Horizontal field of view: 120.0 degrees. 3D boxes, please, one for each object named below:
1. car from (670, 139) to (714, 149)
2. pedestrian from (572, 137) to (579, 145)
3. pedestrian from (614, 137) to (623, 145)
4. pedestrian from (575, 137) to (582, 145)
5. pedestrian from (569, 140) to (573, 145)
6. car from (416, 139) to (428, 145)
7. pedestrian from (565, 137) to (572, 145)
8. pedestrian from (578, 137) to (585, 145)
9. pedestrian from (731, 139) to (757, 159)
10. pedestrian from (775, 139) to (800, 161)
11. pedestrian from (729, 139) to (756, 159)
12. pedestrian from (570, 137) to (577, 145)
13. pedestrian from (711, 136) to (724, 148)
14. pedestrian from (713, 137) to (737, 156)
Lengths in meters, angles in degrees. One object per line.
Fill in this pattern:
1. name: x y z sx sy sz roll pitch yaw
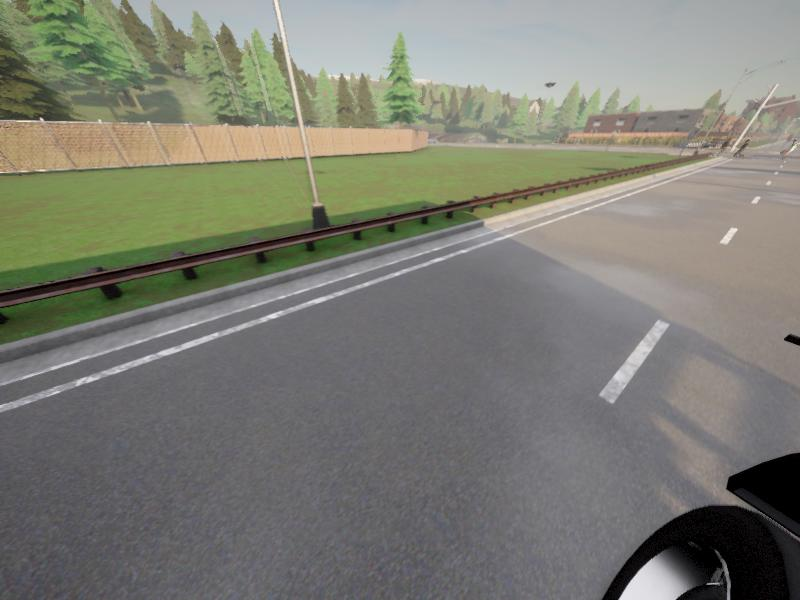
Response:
1. car: 57.476 -30.733 45.549 2.038 1.542 4.974 -22 40 -27
2. pedestrian: 50.504 -45.737 66.333 0.751 1.860 0.751 -22 41 -27
3. pedestrian: 56.407 -41.038 59.621 0.751 1.860 0.751 -22 41 -28
4. pedestrian: 50.906 -45.466 65.945 0.751 1.860 0.751 -21 40 -26
5. pedestrian: 49.814 -46.014 67.391 0.500 1.100 0.500 -17 38 -22
6. car: 7.865 -56.842 83.098 1.816 1.474 4.193 -22 41 -28
7. pedestrian: 49.340 -46.650 67.637 0.751 1.860 0.751 -20 40 -26
8. pedestrian: 51.372 -45.129 65.464 0.751 1.860 0.751 -21 40 -26
9. pedestrian: 39.304 -17.317 26.430 0.751 1.860 0.751 25 42 31
10. pedestrian: 40.571 -15.668 24.082 0.751 1.860 0.751 -24 42 -30
11. pedestrian: 38.421 -16.957 25.927 0.751 1.860 0.751 -16 38 -21
12. pedestrian: 50.190 -46.062 66.796 0.751 1.860 0.751 -14 38 -19
13. pedestrian: 62.942 -31.361 45.796 0.751 1.860 0.751 -22 41 -28
14. pedestrian: 38.516 -18.195 27.413 0.751 1.860 0.751 19 40 26
